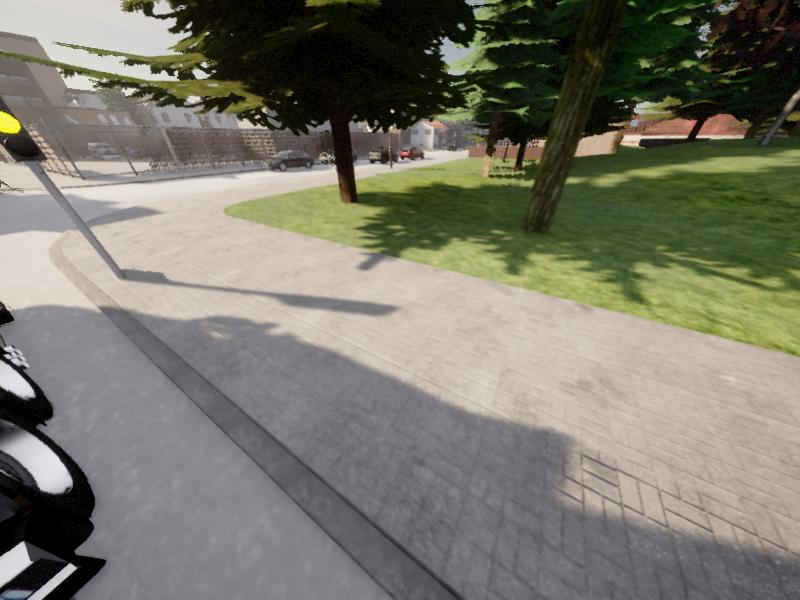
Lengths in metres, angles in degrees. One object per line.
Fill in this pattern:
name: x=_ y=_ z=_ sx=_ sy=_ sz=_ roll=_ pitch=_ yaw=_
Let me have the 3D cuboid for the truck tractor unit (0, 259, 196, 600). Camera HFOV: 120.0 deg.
truck tractor unit: x=-5.103 y=-0.307 z=0.794 sx=6.516 sy=4.208 sz=3.053 roll=19 pitch=39 yaw=25

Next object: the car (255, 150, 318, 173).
car: x=-10.280 y=-12.946 z=21.413 sx=1.837 sy=1.490 sz=4.892 roll=18 pitch=39 yaw=25

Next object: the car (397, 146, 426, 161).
car: x=1.627 y=-19.746 z=31.055 sx=2.007 sy=1.525 sz=4.514 roll=17 pitch=39 yaw=24

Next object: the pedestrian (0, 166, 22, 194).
pedestrian: x=-21.453 y=-6.684 z=12.149 sx=0.751 sy=1.860 sz=0.751 roll=17 pitch=39 yaw=24

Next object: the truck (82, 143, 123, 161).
truck: x=-42.507 y=-21.203 z=32.992 sx=4.478 sy=2.038 sz=2.069 roll=19 pitch=39 yaw=25

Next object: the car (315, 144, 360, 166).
car: x=-6.847 y=-16.339 z=25.925 sx=1.932 sy=1.855 sz=4.605 roll=18 pitch=39 yaw=25

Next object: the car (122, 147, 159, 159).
car: x=-40.340 y=-22.852 z=35.889 sx=5.357 sy=1.415 sz=2.033 roll=19 pitch=39 yaw=25

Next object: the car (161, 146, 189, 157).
car: x=-38.303 y=-25.327 z=39.322 sx=3.633 sy=1.501 sz=1.845 roll=19 pitch=39 yaw=25

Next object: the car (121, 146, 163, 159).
car: x=-40.087 y=-22.976 z=35.940 sx=1.789 sy=1.547 sz=3.705 roll=19 pitch=39 yaw=25

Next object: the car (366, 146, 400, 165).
car: x=-1.816 y=-16.613 z=26.510 sx=1.851 sy=1.617 sz=3.988 roll=19 pitch=39 yaw=25
